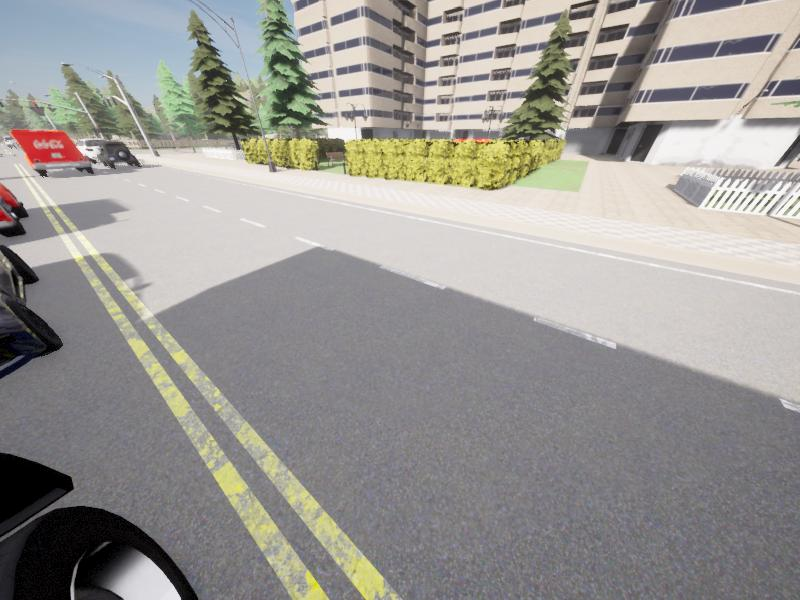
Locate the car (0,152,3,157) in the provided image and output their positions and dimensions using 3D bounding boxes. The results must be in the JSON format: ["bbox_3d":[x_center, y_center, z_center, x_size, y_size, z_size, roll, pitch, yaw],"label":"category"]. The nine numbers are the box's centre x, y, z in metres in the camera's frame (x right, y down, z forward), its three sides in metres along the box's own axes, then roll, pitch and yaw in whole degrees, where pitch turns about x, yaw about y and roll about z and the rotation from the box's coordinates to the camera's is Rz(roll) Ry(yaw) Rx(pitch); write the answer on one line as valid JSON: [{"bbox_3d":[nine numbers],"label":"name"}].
[{"bbox_3d":[-54.335,-18.697,28.801,2.163,1.488,4.792,22,41,28],"label":"car"}]

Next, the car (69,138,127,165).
[{"bbox_3d":[-30.178,-14.896,23.079,5.566,2.045,2.150,22,41,28],"label":"car"}]

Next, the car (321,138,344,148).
[{"bbox_3d":[-17.707,-41.431,60.843,2.150,2.045,5.566,22,41,28],"label":"car"}]

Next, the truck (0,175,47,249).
[{"bbox_3d":[-12.221,-2.841,5.715,5.204,2.467,2.627,22,41,28],"label":"truck"}]

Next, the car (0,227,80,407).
[{"bbox_3d":[-6.281,-0.076,2.541,4.611,1.667,2.242,22,40,28],"label":"car"}]

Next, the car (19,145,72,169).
[{"bbox_3d":[-30.963,-12.545,20.184,3.633,1.501,1.845,22,41,28],"label":"car"}]

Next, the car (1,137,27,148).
[{"bbox_3d":[-87.300,-35.679,52.195,5.566,2.045,2.150,22,41,28],"label":"car"}]

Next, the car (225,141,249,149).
[{"bbox_3d":[-35.406,-33.797,50.291,1.845,1.501,3.633,22,41,28],"label":"car"}]

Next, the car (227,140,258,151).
[{"bbox_3d":[-32.817,-32.390,48.339,2.242,1.667,4.611,22,41,28],"label":"car"}]

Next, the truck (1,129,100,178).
[{"bbox_3d":[-24.185,-10.187,16.032,5.204,2.467,2.627,21,40,29],"label":"truck"}]

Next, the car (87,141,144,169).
[{"bbox_3d":[-24.379,-12.477,19.814,3.866,1.878,1.905,22,41,28],"label":"car"}]
